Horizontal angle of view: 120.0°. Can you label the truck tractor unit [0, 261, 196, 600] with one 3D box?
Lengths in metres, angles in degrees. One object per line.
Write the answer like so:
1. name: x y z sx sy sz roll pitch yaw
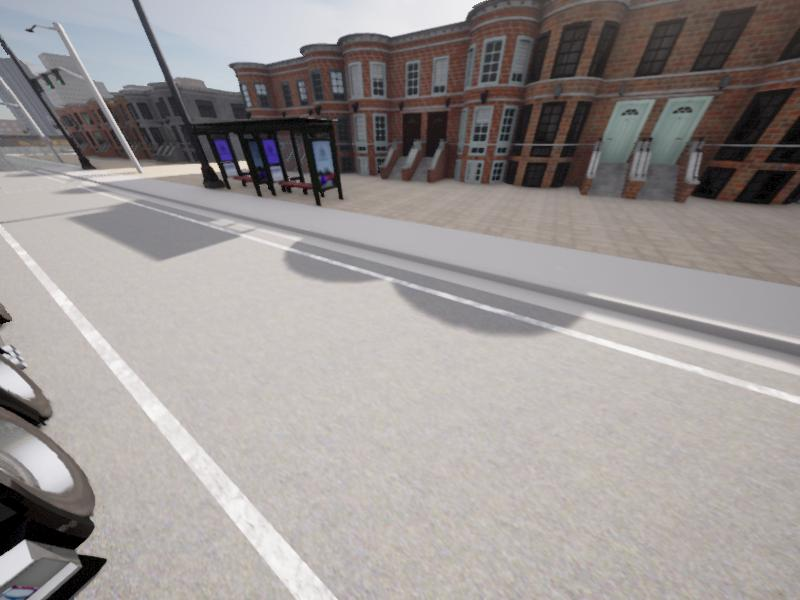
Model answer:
1. truck tractor unit: -5.104 -0.308 0.787 6.516 4.208 3.053 19 39 24
